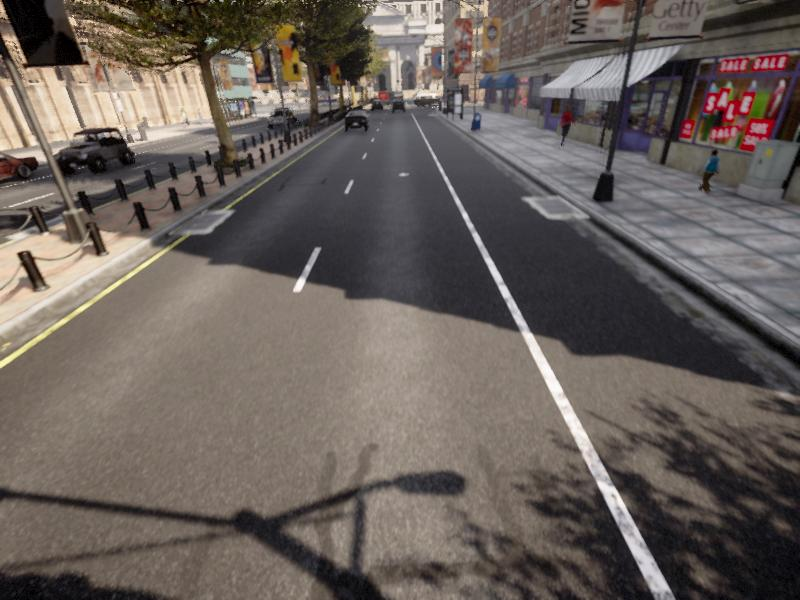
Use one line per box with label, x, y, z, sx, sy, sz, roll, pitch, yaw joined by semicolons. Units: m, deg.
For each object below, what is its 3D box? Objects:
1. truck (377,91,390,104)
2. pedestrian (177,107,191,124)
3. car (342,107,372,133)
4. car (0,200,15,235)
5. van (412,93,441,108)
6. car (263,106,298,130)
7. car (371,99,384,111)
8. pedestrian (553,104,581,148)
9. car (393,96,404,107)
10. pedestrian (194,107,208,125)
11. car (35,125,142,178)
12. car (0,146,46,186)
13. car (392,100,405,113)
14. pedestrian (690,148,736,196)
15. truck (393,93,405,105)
truck;-3.826;-47.113;93.177;2.627;2.467;5.204;-2;28;1
pedestrian;-26.953;-22.999;49.916;0.751;1.860;0.751;1;28;7
car;-3.627;-15.627;34.544;1.930;1.638;5.238;-2;28;1
car;-11.571;-1.726;9.091;1.845;1.501;3.633;-2;28;1
van;4.509;-33.718;67.597;4.480;2.038;2.069;18;34;34
car;-11.656;-18.013;39.505;1.932;1.855;4.605;-2;28;1
car;-3.728;-32.483;66.586;1.970;1.475;3.806;-2;28;1
pedestrian;7.877;-8.242;18.964;0.751;1.860;0.751;-2;28;2
car;-0.257;-37.210;75.039;1.930;1.638;5.238;-2;28;1
pedestrian;-23.104;-21.360;46.480;0.751;1.860;0.751;5;29;15
car;-15.095;-7.421;19.777;1.905;1.878;3.866;-2;28;1
car;-18.321;-5.598;17.240;1.895;1.301;4.718;-2;28;1
car;-0.207;-27.969;57.730;1.837;1.490;4.892;-2;28;1
pedestrian;8.211;-3.360;10.521;0.500;1.100;0.500;-3;28;0
truck;-0.300;-43.153;85.778;2.390;2.098;6.274;-2;28;1
